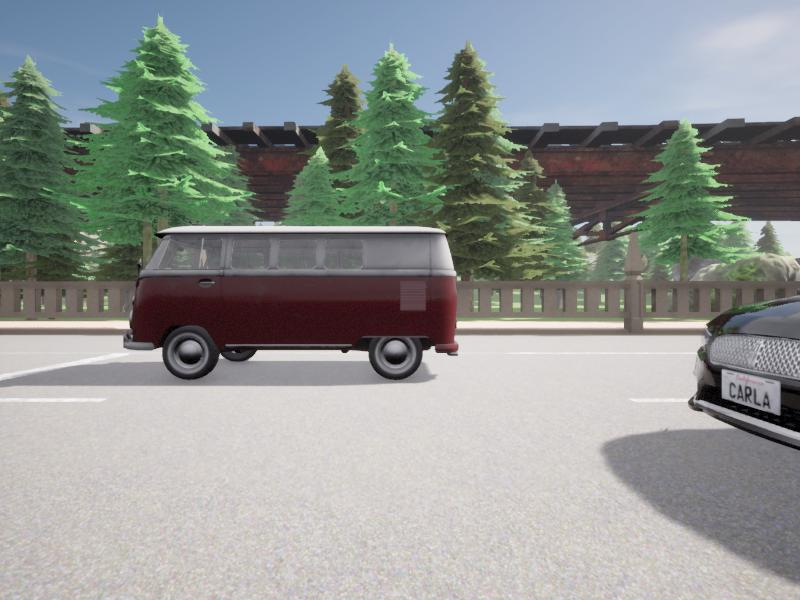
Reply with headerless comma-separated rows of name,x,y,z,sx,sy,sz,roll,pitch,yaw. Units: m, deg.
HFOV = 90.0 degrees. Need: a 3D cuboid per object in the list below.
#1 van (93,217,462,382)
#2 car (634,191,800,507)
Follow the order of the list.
van,-1.470,-0.002,5.700,4.442,1.987,1.775,0,0,0
car,4.363,0.237,2.200,4.902,1.511,2.128,0,0,0
